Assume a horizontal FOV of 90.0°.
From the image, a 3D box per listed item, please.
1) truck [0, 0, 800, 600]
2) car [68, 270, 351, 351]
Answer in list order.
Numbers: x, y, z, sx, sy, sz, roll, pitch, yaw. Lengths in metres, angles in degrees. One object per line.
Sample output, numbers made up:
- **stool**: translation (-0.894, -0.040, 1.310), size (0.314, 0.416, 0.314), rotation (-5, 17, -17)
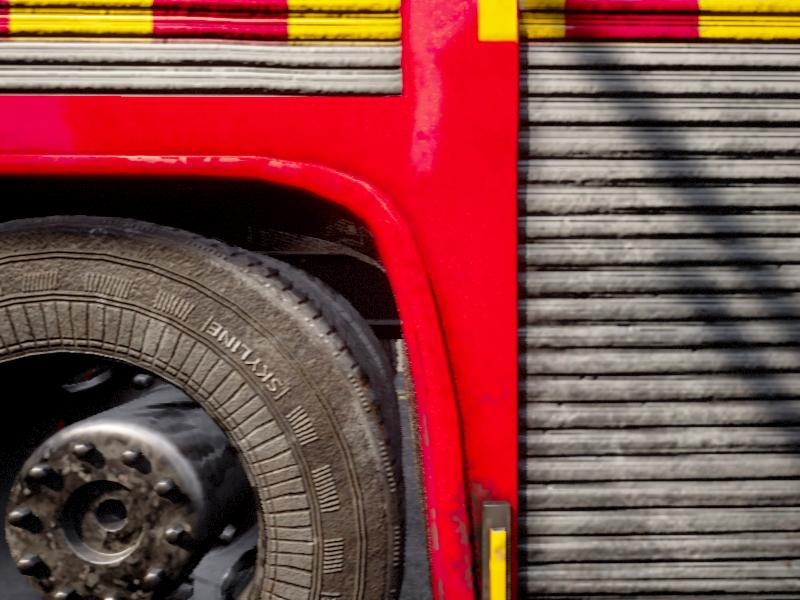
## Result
- **truck**: translation (1.849, -0.922, 2.052), size (8.468, 3.827, 2.891), rotation (0, 0, -1)
- **car**: translation (-3.822, 0.198, 8.861), size (5.366, 1.575, 1.801), rotation (0, 0, -4)
